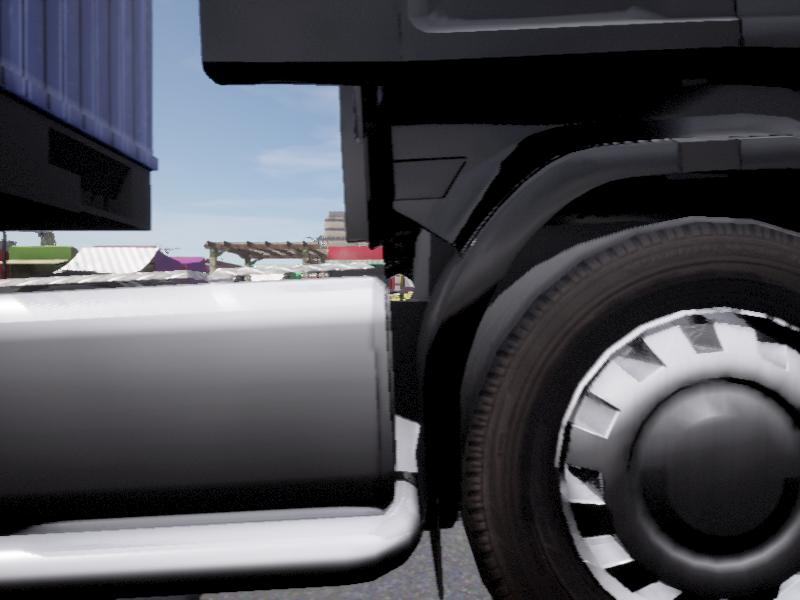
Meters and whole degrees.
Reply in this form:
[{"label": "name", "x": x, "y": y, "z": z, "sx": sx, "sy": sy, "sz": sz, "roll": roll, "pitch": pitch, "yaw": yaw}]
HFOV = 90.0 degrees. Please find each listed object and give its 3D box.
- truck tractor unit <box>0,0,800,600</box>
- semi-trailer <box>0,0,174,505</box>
[{"label": "truck tractor unit", "x": -1.157, "y": -1.117, "z": 2.126, "sx": 6.516, "sy": 4.208, "sz": 3.053, "roll": 0, "pitch": 0, "yaw": -1}, {"label": "semi-trailer", "x": -9.068, "y": -1.216, "z": 2.015, "sx": 14.254, "sy": 4.402, "sz": 2.717, "roll": 0, "pitch": 0, "yaw": -1}]
